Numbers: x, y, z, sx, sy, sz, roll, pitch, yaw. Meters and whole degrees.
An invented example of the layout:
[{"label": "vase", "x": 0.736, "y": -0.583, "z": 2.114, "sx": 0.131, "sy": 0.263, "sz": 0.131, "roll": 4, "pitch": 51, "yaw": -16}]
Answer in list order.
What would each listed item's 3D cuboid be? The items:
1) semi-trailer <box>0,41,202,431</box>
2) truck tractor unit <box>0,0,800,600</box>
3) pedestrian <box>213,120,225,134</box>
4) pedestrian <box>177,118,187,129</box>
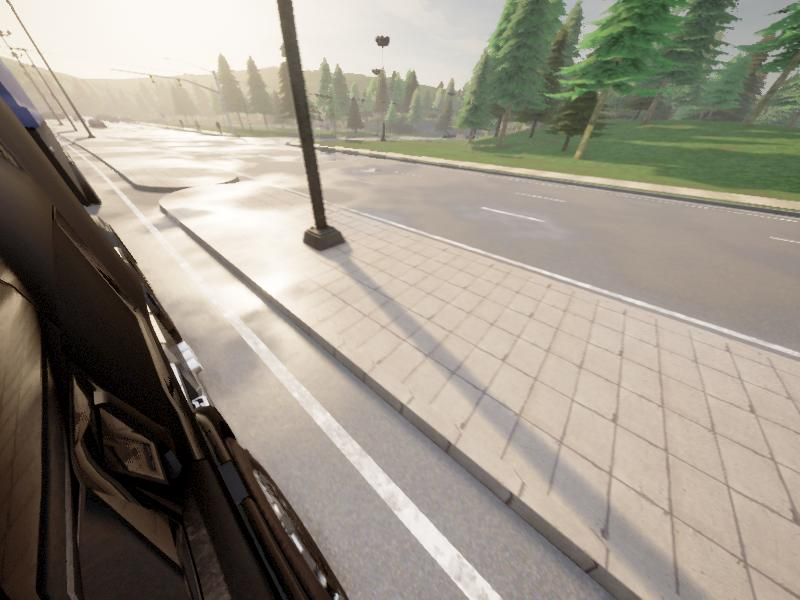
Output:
[{"label": "semi-trailer", "x": -8.719, "y": -3.586, "z": 4.216, "sx": 14.254, "sy": 4.402, "sz": 2.717, "roll": 28, "pitch": 44, "yaw": 30}, {"label": "truck tractor unit", "x": -2.645, "y": -0.295, "z": 0.351, "sx": 6.516, "sy": 4.208, "sz": 3.053, "roll": 28, "pitch": 44, "yaw": 30}, {"label": "pedestrian", "x": -30.119, "y": -28.788, "z": 38.396, "sx": 0.751, "sy": 1.860, "sz": 0.751, "roll": 30, "pitch": 45, "yaw": 31}, {"label": "pedestrian", "x": -47.344, "y": -38.326, "z": 50.091, "sx": 0.751, "sy": 1.860, "sz": 0.751, "roll": 29, "pitch": 44, "yaw": 31}]
